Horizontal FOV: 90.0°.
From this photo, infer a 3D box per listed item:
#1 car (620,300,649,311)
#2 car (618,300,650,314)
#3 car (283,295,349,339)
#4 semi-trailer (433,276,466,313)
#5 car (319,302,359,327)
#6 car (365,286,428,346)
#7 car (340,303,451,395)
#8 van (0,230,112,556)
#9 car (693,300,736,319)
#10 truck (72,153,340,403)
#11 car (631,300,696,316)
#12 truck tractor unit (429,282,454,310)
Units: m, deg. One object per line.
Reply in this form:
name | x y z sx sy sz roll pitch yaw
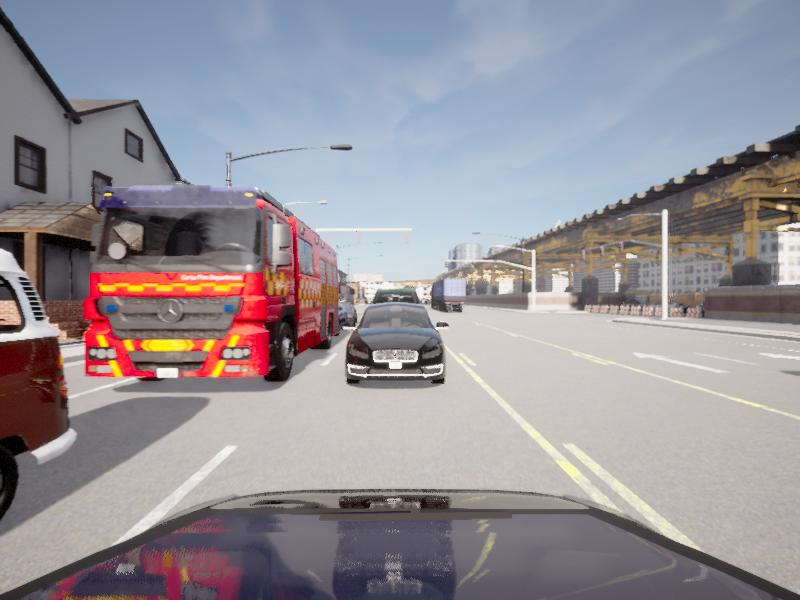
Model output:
car | 26.078 0.569 44.444 1.853 1.218 4.536 0 0 43
car | 26.043 0.726 44.406 2.038 1.542 4.974 0 0 43
car | -3.668 0.664 18.308 2.097 1.767 4.553 0 0 -1
semi-trailer | 6.521 -0.706 55.002 2.717 4.402 14.254 0 0 0
car | -3.759 0.856 25.636 2.033 1.411 5.357 0 0 -3
car | -0.153 0.541 16.462 2.150 2.045 5.566 0 0 -1
car | -0.089 0.830 9.047 1.837 1.490 4.892 0 0 0
van | -3.521 0.571 1.224 2.069 2.038 4.480 0 0 -1
car | 26.929 0.742 34.439 2.038 1.542 4.974 0 0 28
truck | -3.605 -0.338 10.364 2.891 3.827 8.468 0 0 0
car | 26.093 0.734 39.799 2.038 1.542 4.974 0 0 -37
truck tractor unit | 6.441 -0.622 62.918 3.053 4.208 6.516 0 0 -1
